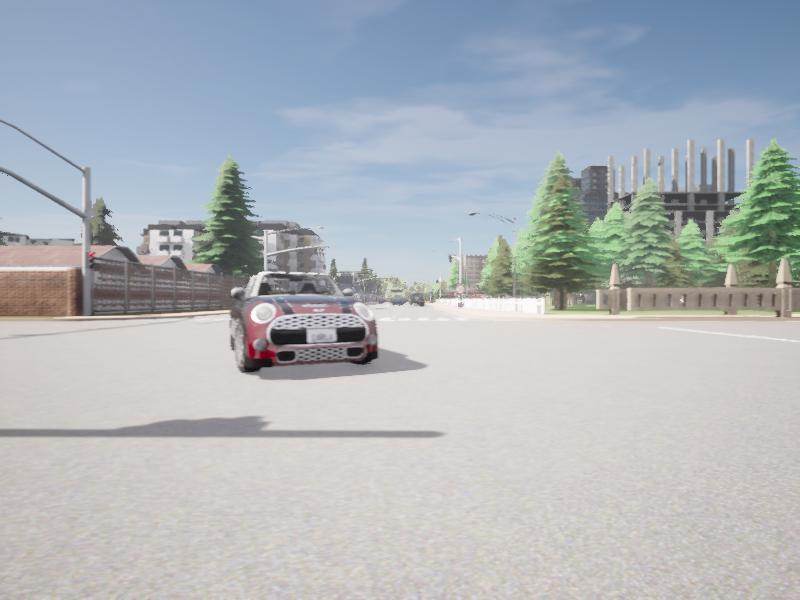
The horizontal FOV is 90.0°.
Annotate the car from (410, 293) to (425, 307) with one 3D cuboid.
[{"bbox_3d":[2.601,-0.033,61.285,2.150,2.045,5.566,0,0,1],"label":"car"}]

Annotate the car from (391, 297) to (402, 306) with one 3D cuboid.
[{"bbox_3d":[-0.600,0.216,71.040,1.789,1.549,3.705,0,0,2],"label":"car"}]

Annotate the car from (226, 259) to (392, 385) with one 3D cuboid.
[{"bbox_3d":[-1.825,0.255,6.840,1.970,1.475,3.806,0,0,-26],"label":"car"}]

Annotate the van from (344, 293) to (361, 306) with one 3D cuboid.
[{"bbox_3d":[-7.773,-0.020,65.640,2.069,2.038,4.480,0,0,2],"label":"van"}]

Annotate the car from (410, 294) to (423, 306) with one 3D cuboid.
[{"bbox_3d":[2.824,-0.033,68.586,2.150,2.045,5.566,0,0,2],"label":"car"}]
